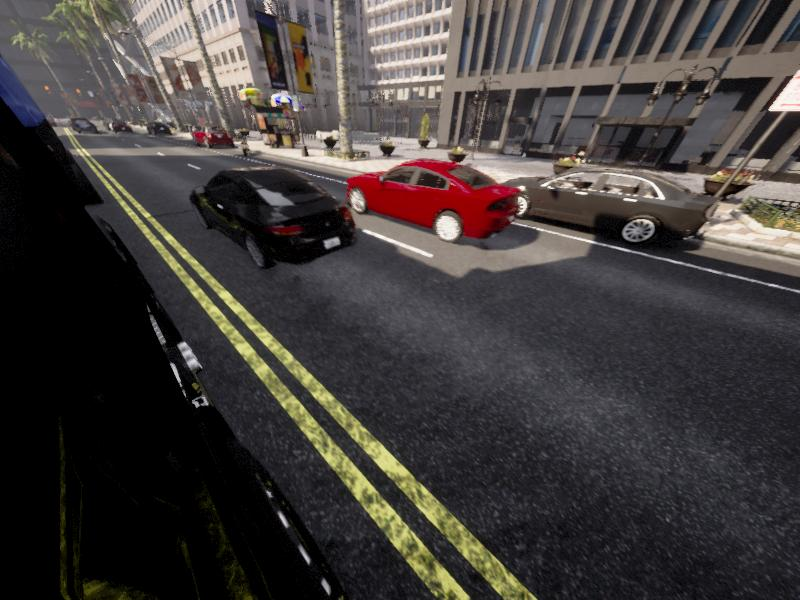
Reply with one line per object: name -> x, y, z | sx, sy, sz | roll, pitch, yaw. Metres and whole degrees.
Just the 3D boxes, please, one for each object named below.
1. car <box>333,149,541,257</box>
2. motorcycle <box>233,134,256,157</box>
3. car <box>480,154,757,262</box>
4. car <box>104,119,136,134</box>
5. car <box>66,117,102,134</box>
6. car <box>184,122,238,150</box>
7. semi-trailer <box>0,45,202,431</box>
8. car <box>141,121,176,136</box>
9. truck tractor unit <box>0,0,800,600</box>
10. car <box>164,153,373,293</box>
car -> 0.613, -2.965, 6.304 | 5.008, 1.535, 1.882 | 28, 44, 30
motorcycle -> -11.713, -11.729, 17.501 | 0.764, 1.277, 2.356 | -11, 39, -17
car -> 5.225, -2.930, 6.520 | 4.892, 1.521, 2.231 | 28, 44, 30
car -> -40.566, -25.154, 33.433 | 4.974, 1.542, 2.038 | 28, 44, 30
car -> -41.522, -22.935, 30.356 | 4.856, 1.649, 2.033 | 29, 44, 30
car -> -17.232, -15.024, 21.090 | 4.553, 1.767, 2.185 | 28, 44, 30
semi-trailer -> -8.700, -3.600, 4.232 | 14.254, 4.402, 2.717 | 28, 44, 30
car -> -33.837, -23.998, 32.321 | 4.792, 1.488, 2.163 | 28, 44, 30
truck tractor unit -> -2.645, -0.295, 0.351 | 6.516, 4.208, 3.053 | 28, 44, 30
car -> -2.897, -2.045, 4.966 | 4.674, 1.442, 1.812 | 28, 44, 30
